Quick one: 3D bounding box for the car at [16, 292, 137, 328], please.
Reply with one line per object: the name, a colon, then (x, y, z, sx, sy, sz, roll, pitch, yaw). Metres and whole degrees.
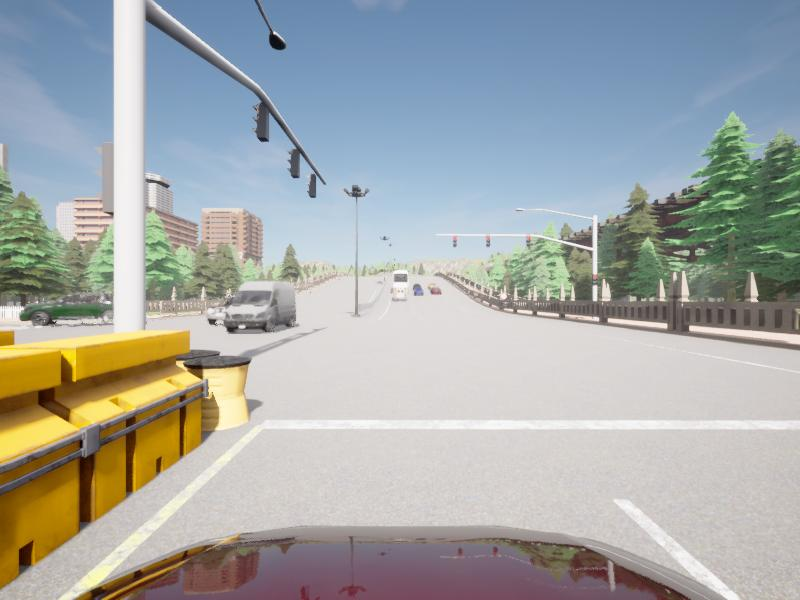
car: (-19.744, 0.564, 24.872, 5.566, 2.045, 2.150, 0, 1, -29)

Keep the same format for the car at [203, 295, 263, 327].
car: (-10.497, 0.646, 25.590, 1.932, 1.855, 4.605, 0, 0, 0)

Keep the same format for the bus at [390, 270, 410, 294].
bus: (0.065, -4.046, 85.020, 3.944, 4.253, 10.273, 0, 7, 0)

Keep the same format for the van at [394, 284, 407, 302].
van: (0.107, -1.326, 70.733, 2.351, 2.431, 6.366, 0, 7, 0)

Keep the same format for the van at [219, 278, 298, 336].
van: (-7.002, 0.318, 20.654, 1.988, 2.561, 5.915, 0, 0, 0)
